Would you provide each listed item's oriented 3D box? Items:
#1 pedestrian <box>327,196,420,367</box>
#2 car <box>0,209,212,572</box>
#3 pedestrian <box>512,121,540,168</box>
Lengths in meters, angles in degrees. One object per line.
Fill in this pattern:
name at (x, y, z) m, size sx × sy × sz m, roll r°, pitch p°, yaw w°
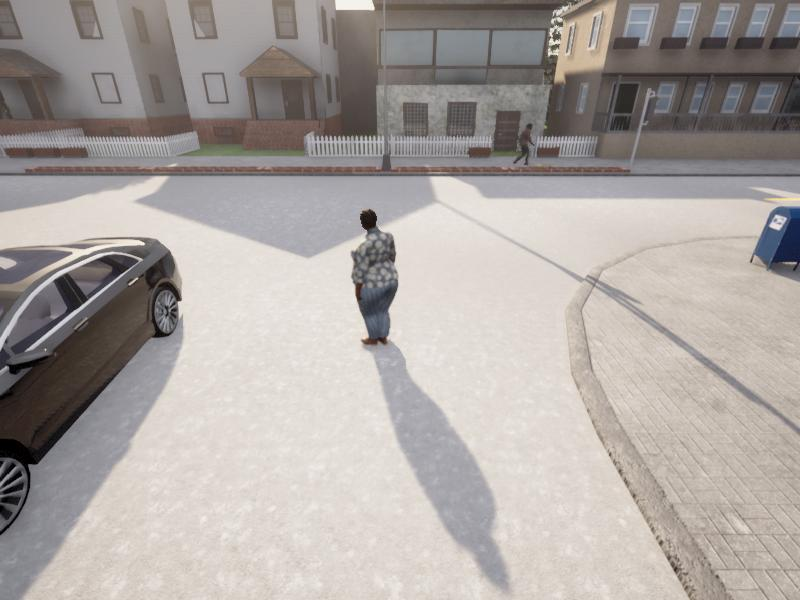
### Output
pedestrian at (-0.302, -0.241, 4.983) m, size 0.751 × 1.860 × 0.751 m, roll -24°, pitch 36°, yaw -38°
car at (-4.014, 0.472, 4.033) m, size 2.128 × 1.511 × 4.902 m, roll -2°, pitch 27°, yaw -3°
pedestrian at (5.536, -6.869, 17.640) m, size 0.751 × 1.860 × 0.751 m, roll 0°, pitch 27°, yaw 1°
